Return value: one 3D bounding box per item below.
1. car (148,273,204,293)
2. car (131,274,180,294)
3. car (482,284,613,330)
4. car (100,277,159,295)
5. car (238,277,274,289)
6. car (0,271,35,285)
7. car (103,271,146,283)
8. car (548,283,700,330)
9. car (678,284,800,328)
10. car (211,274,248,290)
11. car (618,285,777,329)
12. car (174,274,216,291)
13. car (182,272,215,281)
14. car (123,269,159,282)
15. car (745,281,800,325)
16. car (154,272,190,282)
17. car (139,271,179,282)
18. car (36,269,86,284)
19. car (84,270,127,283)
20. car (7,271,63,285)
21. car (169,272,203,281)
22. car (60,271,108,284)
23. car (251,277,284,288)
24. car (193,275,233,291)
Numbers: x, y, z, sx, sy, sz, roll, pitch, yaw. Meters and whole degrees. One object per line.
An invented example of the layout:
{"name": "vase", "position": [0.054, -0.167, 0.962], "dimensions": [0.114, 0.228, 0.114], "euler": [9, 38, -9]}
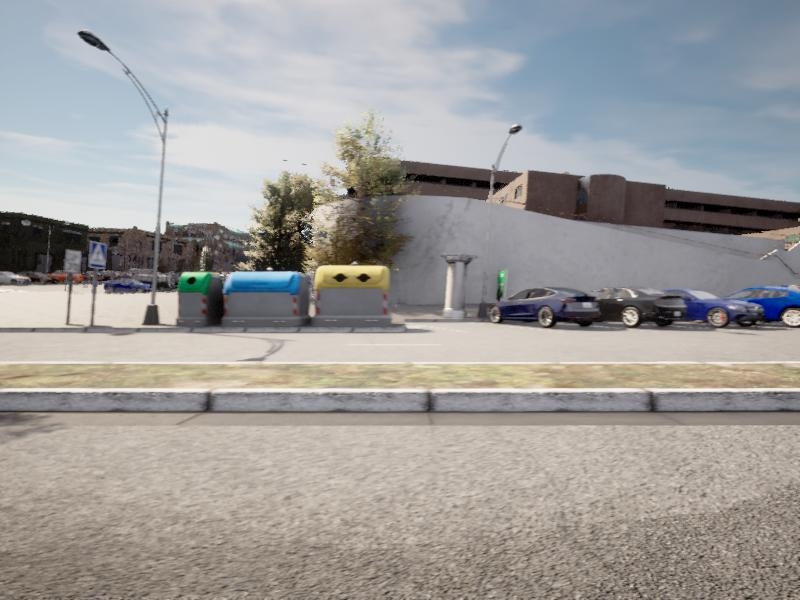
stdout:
{"name": "car", "position": [-27.572, -2.138, 49.350], "dimensions": [5.566, 2.045, 2.435], "euler": [3, 5, -2]}
{"name": "car", "position": [-28.371, -1.927, 46.523], "dimensions": [4.442, 1.987, 1.878], "euler": [3, 4, -2]}
{"name": "car", "position": [5.445, 0.254, 15.598], "dimensions": [2.163, 1.488, 4.792], "euler": [0, -1, -21]}
{"name": "car", "position": [-29.449, -1.531, 43.696], "dimensions": [5.008, 1.535, 2.097], "euler": [3, 4, -2]}
{"name": "car", "position": [-22.857, -2.782, 63.608], "dimensions": [4.892, 1.521, 2.231], "euler": [3, 5, -2]}
{"name": "car", "position": [-46.157, -2.571, 46.905], "dimensions": [4.674, 1.452, 2.002], "euler": [2, 4, -4]}
{"name": "car", "position": [-41.999, -3.519, 61.026], "dimensions": [5.008, 1.535, 2.097], "euler": [2, 4, -4]}
{"name": "car", "position": [8.411, 0.226, 15.654], "dimensions": [2.231, 1.521, 4.892], "euler": [0, -1, -22]}
{"name": "car", "position": [14.314, 0.232, 15.922], "dimensions": [2.097, 1.535, 5.008], "euler": [0, -1, -23]}
{"name": "car", "position": [-24.600, -2.642, 57.899], "dimensions": [4.442, 1.987, 1.878], "euler": [3, 4, -2]}
{"name": "car", "position": [11.367, 0.269, 15.784], "dimensions": [2.002, 1.452, 4.674], "euler": [1, -1, -22]}
{"name": "car", "position": [-26.718, -2.297, 52.191], "dimensions": [4.442, 1.987, 1.878], "euler": [3, 5, -2]}
{"name": "car", "position": [-37.805, -4.419, 75.074], "dimensions": [5.008, 1.535, 2.097], "euler": [2, 4, -3]}
{"name": "car", "position": [-41.266, -3.928, 63.815], "dimensions": [4.442, 1.987, 1.878], "euler": [2, 5, -4]}
{"name": "car", "position": [17.251, 0.112, 16.134], "dimensions": [2.185, 1.767, 4.553], "euler": [1, -1, -23]}
{"name": "car", "position": [-39.489, -4.060, 69.460], "dimensions": [5.008, 1.535, 2.097], "euler": [2, 4, -3]}
{"name": "car", "position": [-40.134, -3.877, 66.661], "dimensions": [5.366, 1.575, 1.946], "euler": [2, 4, -3]}
{"name": "car", "position": [-44.459, -3.098, 52.540], "dimensions": [4.553, 1.767, 2.185], "euler": [2, 5, -4]}
{"name": "car", "position": [-42.792, -3.461, 58.189], "dimensions": [4.553, 1.767, 2.185], "euler": [2, 5, -4]}
{"name": "car", "position": [-45.297, -2.763, 49.733], "dimensions": [4.792, 1.488, 2.163], "euler": [2, 4, -4]}
{"name": "car", "position": [-38.612, -4.208, 72.268], "dimensions": [4.792, 1.488, 2.163], "euler": [2, 4, -3]}
{"name": "car", "position": [-43.692, -3.127, 55.374], "dimensions": [4.792, 1.488, 2.163], "euler": [2, 5, -4]}
{"name": "car", "position": [-21.918, -2.934, 66.475], "dimensions": [4.792, 1.488, 2.163], "euler": [3, 4, -2]}
{"name": "car", "position": [-25.695, -2.371, 55.053], "dimensions": [4.553, 1.767, 2.185], "euler": [3, 4, -2]}
